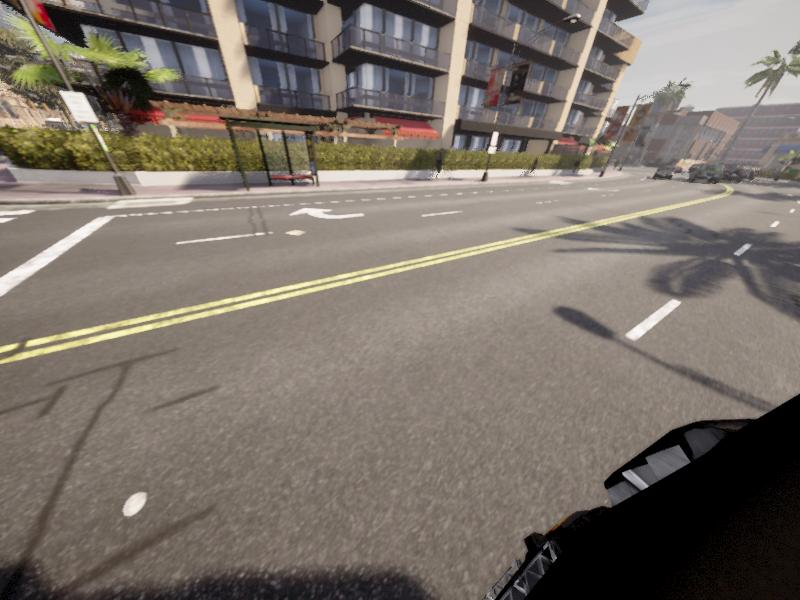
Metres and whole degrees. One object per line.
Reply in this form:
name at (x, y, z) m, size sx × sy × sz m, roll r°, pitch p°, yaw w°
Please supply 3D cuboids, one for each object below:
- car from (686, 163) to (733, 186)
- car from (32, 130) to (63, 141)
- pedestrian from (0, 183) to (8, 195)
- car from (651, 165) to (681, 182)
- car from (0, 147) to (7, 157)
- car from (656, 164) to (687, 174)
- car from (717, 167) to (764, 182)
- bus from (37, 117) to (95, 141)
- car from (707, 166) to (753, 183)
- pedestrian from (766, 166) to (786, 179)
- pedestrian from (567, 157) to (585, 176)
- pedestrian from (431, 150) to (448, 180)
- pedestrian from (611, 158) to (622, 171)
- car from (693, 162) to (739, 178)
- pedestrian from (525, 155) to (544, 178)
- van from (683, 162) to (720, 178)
car at (36.710, -15.121, 27.584) m, size 2.150 × 2.045 × 5.566 m, roll 29°, pitch 42°, yaw 34°
car at (-75.702, -35.368, 49.684) m, size 1.905 × 1.878 × 3.866 m, roll -17°, pitch 38°, yaw -27°
pedestrian at (-14.434, -4.489, 7.604) m, size 0.751 × 1.860 × 0.751 m, roll 25°, pitch 39°, yaw 29°
car at (33.352, -15.952, 28.979) m, size 3.988 × 1.617 × 1.851 m, roll -27°, pitch 44°, yaw -37°
car at (-34.402, -11.964, 17.978) m, size 1.837 × 1.490 × 4.892 m, roll -17°, pitch 38°, yaw -27°
car at (55.309, -26.830, 47.172) m, size 1.994 × 1.385 × 4.181 m, roll 11°, pitch 34°, yaw 12°
car at (52.660, -19.600, 35.899) m, size 2.152 × 1.651 × 5.027 m, roll 21°, pitch 37°, yaw 25°
bus at (-81.020, -41.601, 56.487) m, size 3.944 × 4.253 × 10.273 m, roll -17°, pitch 38°, yaw -27°
car at (45.453, -17.386, 31.989) m, size 2.242 × 1.667 × 4.611 m, roll 24°, pitch 39°, yaw 29°
pedestrian at (64.514, -21.854, 39.647) m, size 0.751 × 1.860 × 0.751 m, roll 9°, pitch 34°, yaw 9°
pedestrian at (19.955, -15.107, 26.151) m, size 0.751 × 1.860 × 0.751 m, roll -18°, pitch 39°, yaw -28°
pedestrian at (2.917, -10.039, 17.251) m, size 0.751 × 1.860 × 0.751 m, roll -17°, pitch 38°, yaw -27°
pedestrian at (38.377, -24.043, 40.965) m, size 0.751 × 1.860 × 0.751 m, roll 23°, pitch 39°, yaw 28°
car at (56.354, -23.314, 41.382) m, size 2.150 × 2.045 × 5.566 m, roll 15°, pitch 35°, yaw 17°
pedestrian at (12.984, -12.876, 22.273) m, size 0.751 × 1.860 × 0.751 m, roll -15°, pitch 38°, yaw -25°
van at (51.387, -22.287, 39.511) m, size 1.775 × 1.987 × 4.442 m, roll 18°, pitch 36°, yaw 21°
